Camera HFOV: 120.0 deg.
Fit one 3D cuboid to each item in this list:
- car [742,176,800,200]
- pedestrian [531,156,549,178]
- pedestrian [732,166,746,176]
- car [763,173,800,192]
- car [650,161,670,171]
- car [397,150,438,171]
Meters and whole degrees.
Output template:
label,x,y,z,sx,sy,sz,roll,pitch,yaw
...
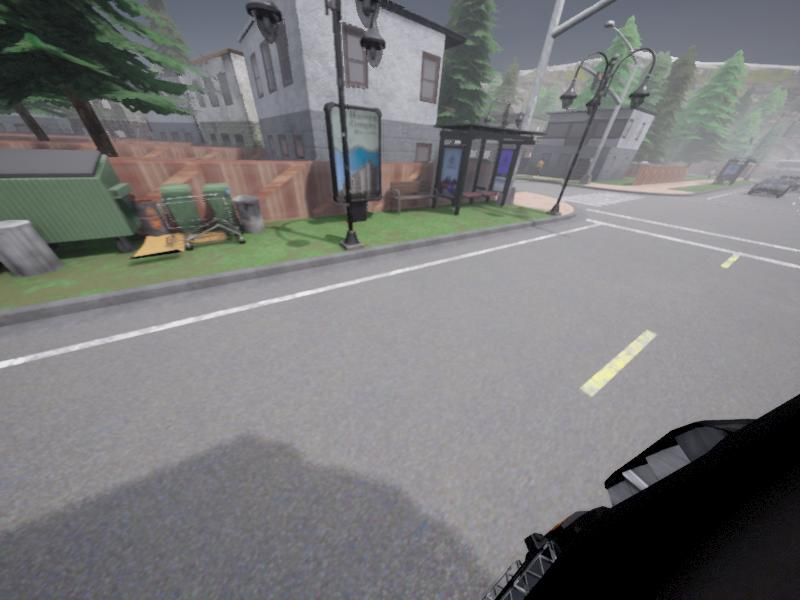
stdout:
label,x,y,z,sx,sy,sz,roll,pitch,yaw
car,32.854,-9.961,20.394,5.357,1.411,2.033,-17,38,-27
pedestrian,14.180,-13.477,23.421,0.751,1.860,0.751,-7,35,-15
pedestrian,71.358,-27.102,48.614,0.751,1.860,0.751,-9,35,-18
car,44.963,-13.709,26.819,5.027,1.651,2.152,-17,38,-27
car,67.116,-34.569,59.580,4.605,1.855,1.932,-18,39,-28
car,2.012,-17.008,28.055,4.605,1.855,1.932,29,41,34
